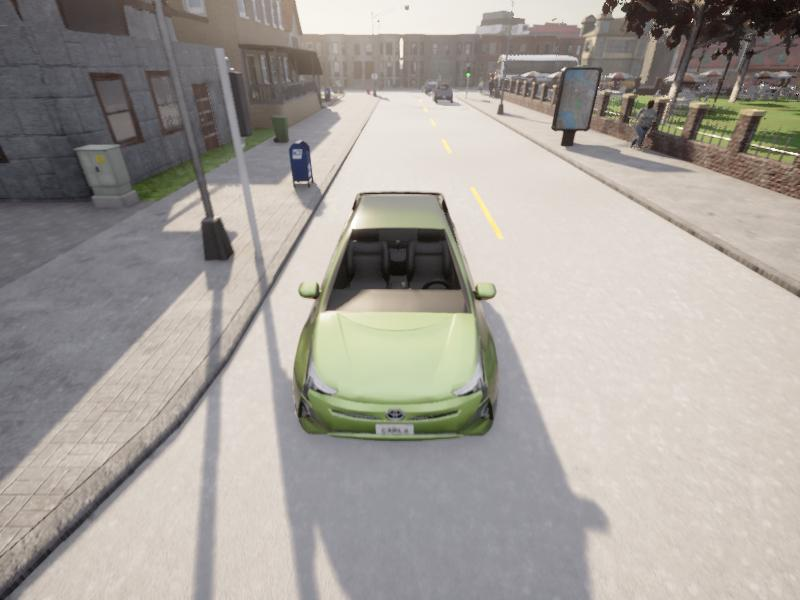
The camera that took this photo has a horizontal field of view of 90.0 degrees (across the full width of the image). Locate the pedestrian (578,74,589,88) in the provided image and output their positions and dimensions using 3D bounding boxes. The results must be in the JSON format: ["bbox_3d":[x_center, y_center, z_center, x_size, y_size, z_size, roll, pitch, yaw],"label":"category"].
[{"bbox_3d":[26.642,-31.736,57.980,0.751,1.860,0.751,-8,31,-13],"label":"pedestrian"}]

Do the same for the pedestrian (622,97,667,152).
[{"bbox_3d":[9.369,-6.751,15.391,0.751,1.860,0.751,0,30,0],"label":"pedestrian"}]

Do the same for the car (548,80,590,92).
[{"bbox_3d":[22.772,-28.911,53.976,4.718,1.301,1.895,0,30,0],"label":"car"}]

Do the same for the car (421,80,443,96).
[{"bbox_3d":[3.735,-25.475,47.963,1.812,1.442,4.674,-2,31,-5],"label":"car"}]

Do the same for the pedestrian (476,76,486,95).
[{"bbox_3d":[9.207,-24.480,45.589,0.751,1.860,0.751,-3,31,-5],"label":"pedestrian"}]

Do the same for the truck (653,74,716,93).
[{"bbox_3d":[38.217,-29.173,53.869,6.274,2.098,2.390,0,30,0],"label":"truck"}]

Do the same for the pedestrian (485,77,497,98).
[{"bbox_3d":[9.239,-21.515,40.535,0.751,1.860,0.751,-3,31,-6],"label":"pedestrian"}]

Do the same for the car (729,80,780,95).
[{"bbox_3d":[47.008,-28.307,53.236,4.514,1.525,2.007,12,33,20],"label":"car"}]

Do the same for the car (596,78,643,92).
[{"bbox_3d":[29.483,-29.026,53.935,5.008,1.535,1.882,0,30,0],"label":"car"}]

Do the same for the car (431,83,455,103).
[{"bbox_3d":[4.015,-19.543,37.766,1.845,1.501,3.633,0,30,0],"label":"car"}]

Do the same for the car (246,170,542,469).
[{"bbox_3d":[-0.016,-0.341,5.045,2.007,1.525,4.514,0,30,1],"label":"car"}]

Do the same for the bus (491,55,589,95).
[{"bbox_3d":[17.206,-28.095,49.997,10.273,4.253,3.944,0,30,0],"label":"bus"}]

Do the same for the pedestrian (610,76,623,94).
[{"bbox_3d":[24.955,-24.784,46.130,0.751,1.860,0.751,0,30,0],"label":"pedestrian"}]
